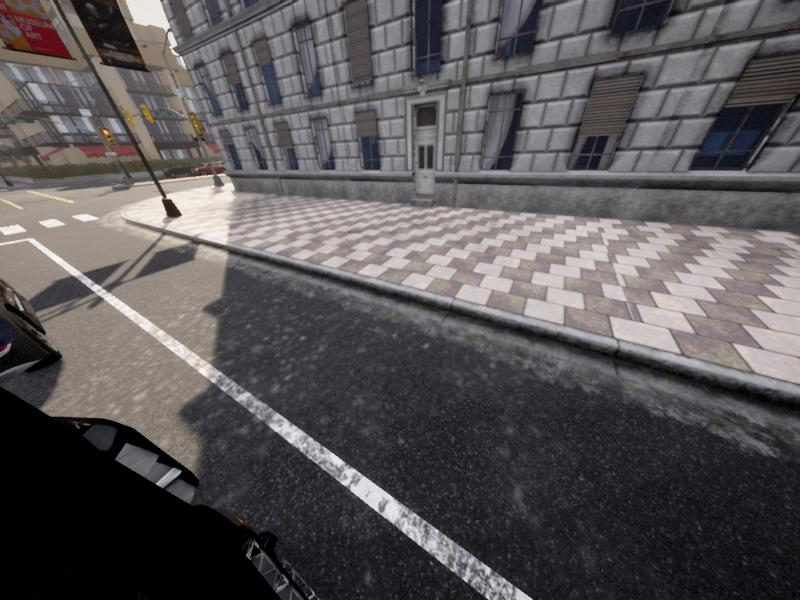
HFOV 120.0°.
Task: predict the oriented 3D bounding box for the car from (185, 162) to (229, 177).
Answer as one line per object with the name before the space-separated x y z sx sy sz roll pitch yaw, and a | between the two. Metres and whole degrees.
car | -25.913 -17.657 31.191 1.970 1.475 3.806 16 38 26

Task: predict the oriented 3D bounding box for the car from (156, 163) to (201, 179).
car | -29.908 -17.590 31.328 1.789 1.549 3.705 16 38 26

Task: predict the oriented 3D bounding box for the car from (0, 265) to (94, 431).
car | -6.308 0.209 2.644 4.856 1.649 2.033 16 38 26

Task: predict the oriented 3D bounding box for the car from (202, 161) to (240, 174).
car | -27.189 -20.256 35.203 1.970 1.475 3.806 16 38 26
